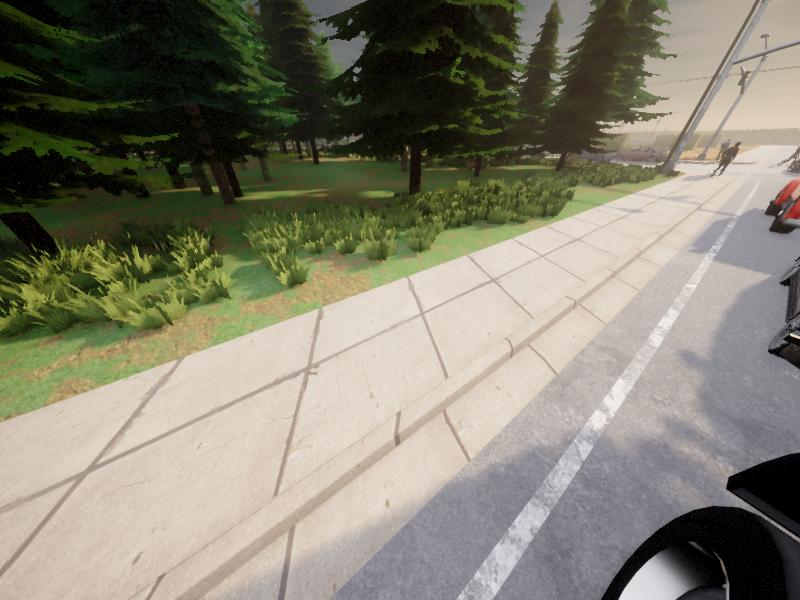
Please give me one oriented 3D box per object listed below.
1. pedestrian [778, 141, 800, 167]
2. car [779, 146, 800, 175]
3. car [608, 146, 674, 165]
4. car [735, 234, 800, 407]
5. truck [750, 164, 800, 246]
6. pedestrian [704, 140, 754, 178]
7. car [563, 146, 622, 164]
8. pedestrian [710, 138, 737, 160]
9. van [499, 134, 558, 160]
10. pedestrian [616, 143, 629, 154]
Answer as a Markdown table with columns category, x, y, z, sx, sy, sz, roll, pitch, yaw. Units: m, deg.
| category | x | y | z | sx | sy | sz | roll | pitch | yaw |
| --- | --- | --- | --- | --- | --- | --- | --- | --- | --- |
| pedestrian | 33.851 | -12.462 | 19.727 | 0.751 | 1.860 | 0.751 | -28 | 44 | -34 |
| car | 29.111 | -8.972 | 15.032 | 2.242 | 1.667 | 4.611 | 12 | 37 | 16 |
| car | 24.885 | -15.097 | 24.036 | 1.994 | 1.385 | 4.181 | -22 | 41 | -28 |
| car | 6.441 | -0.038 | 2.633 | 4.902 | 1.511 | 2.128 | -22 | 41 | -28 |
| truck | 12.429 | -3.012 | 5.959 | 5.204 | 2.467 | 2.627 | -23 | 41 | -28 |
| pedestrian | 19.358 | -8.298 | 13.643 | 0.751 | 1.860 | 0.751 | -12 | 37 | -17 |
| car | 20.227 | -15.419 | 24.523 | 1.994 | 1.385 | 4.181 | -22 | 41 | -28 |
| pedestrian | 33.566 | -15.654 | 23.996 | 0.751 | 1.860 | 0.751 | 22 | 41 | 28 |
| van | 15.932 | -19.415 | 29.207 | 1.988 | 2.561 | 5.915 | -22 | 41 | -28 |
| pedestrian | 32.443 | -22.151 | 33.705 | 0.751 | 1.300 | 0.751 | 10 | 36 | 14 |
